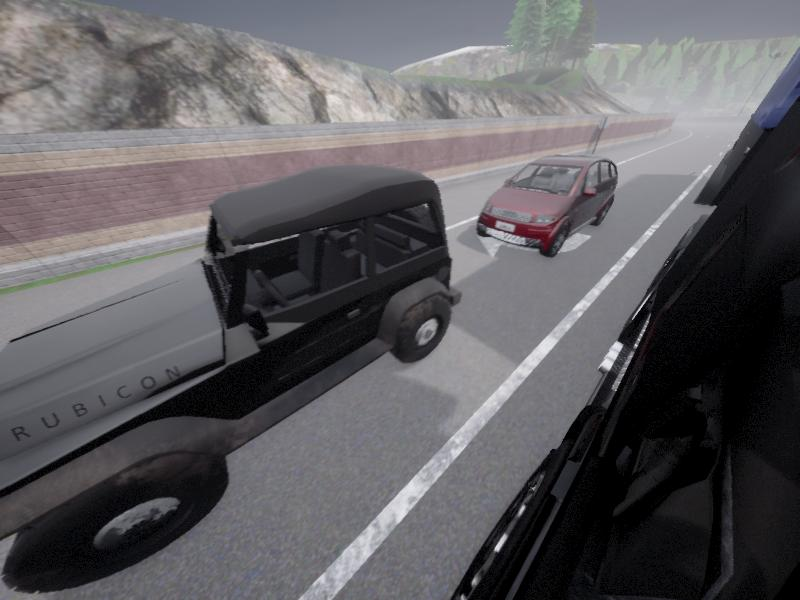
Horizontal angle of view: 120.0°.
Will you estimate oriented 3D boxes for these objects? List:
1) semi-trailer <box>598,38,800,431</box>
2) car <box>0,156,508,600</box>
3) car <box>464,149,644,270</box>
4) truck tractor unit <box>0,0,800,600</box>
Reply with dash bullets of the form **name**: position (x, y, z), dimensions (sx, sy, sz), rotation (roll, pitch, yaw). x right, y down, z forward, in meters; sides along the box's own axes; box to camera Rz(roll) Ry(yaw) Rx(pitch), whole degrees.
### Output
- **semi-trailer**: position (8.667, -3.628, 4.256), dimensions (14.254, 4.402, 2.717), rotation (-28, 44, -30)
- **car**: position (-1.108, -0.063, 2.236), dimensions (3.866, 1.878, 1.905), rotation (-28, 43, -30)
- **car**: position (3.441, -2.318, 5.238), dimensions (3.705, 1.549, 1.789), rotation (-28, 43, -29)
- **truck tractor unit**: position (2.645, -0.295, 0.351), dimensions (6.516, 4.208, 3.053), rotation (-28, 44, -30)
